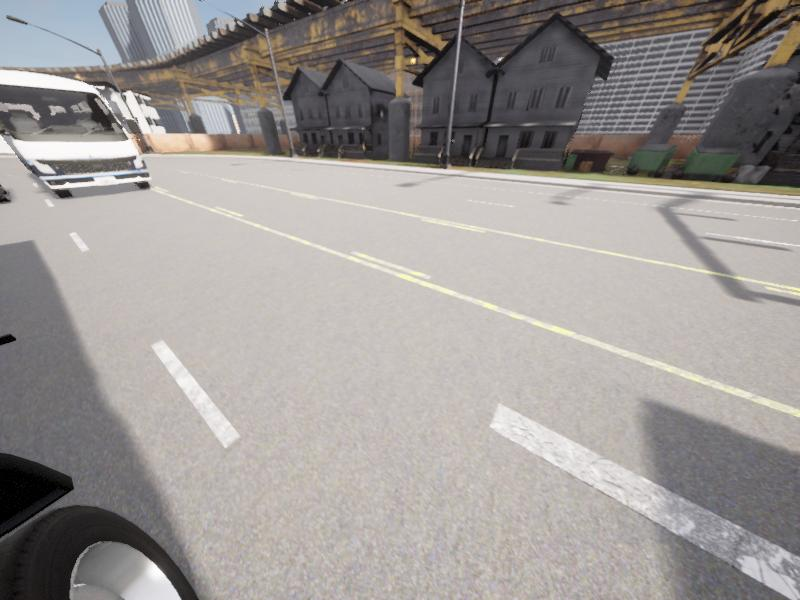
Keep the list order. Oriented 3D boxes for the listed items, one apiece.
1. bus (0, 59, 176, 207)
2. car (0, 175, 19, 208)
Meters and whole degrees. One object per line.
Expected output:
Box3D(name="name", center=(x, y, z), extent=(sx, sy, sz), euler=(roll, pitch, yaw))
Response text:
Box3D(name="bus", center=(-16.610, -8.016, 11.489), extent=(10.273, 4.253, 3.944), euler=(22, 41, 28))
Box3D(name="car", center=(-17.851, -4.723, 9.299), extent=(5.357, 1.411, 2.033), euler=(22, 41, 28))
